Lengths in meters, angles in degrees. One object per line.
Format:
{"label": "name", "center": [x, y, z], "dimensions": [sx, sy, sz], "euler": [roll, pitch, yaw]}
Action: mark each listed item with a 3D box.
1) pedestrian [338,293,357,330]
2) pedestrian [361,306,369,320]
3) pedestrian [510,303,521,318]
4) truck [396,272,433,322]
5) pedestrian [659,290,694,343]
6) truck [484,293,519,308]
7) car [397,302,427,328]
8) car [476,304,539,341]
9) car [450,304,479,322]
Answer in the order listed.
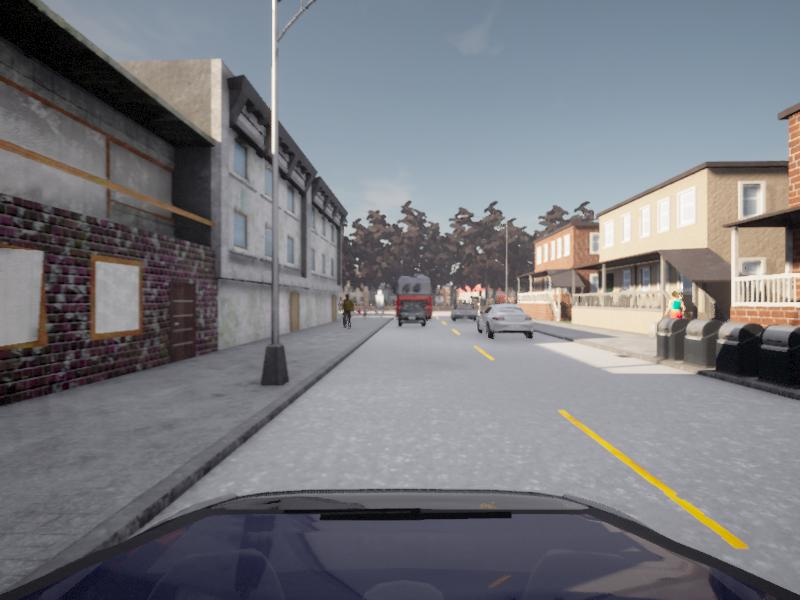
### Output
{"label": "pedestrian", "center": [-2.708, 0.587, 20.575], "dimensions": [0.751, 1.860, 0.751], "euler": [0, 0, 15]}
{"label": "pedestrian", "center": [-2.728, 0.993, 31.244], "dimensions": [0.500, 1.100, 0.500], "euler": [0, 0, -23]}
{"label": "pedestrian", "center": [9.884, 0.893, 34.322], "dimensions": [0.751, 1.300, 0.751], "euler": [0, 0, 28]}
{"label": "truck", "center": [1.162, -0.229, 35.251], "dimensions": [2.891, 3.827, 8.468], "euler": [0, 0, 1]}
{"label": "pedestrian", "center": [9.897, 0.572, 14.359], "dimensions": [0.751, 1.860, 0.751], "euler": [0, 0, 4]}
{"label": "truck", "center": [26.281, 0.158, 104.012], "dimensions": [8.468, 3.827, 2.891], "euler": [0, 0, 2]}
{"label": "car", "center": [0.748, 0.884, 25.627], "dimensions": [1.789, 1.549, 3.705], "euler": [0, -1, 1]}
{"label": "car", "center": [4.703, 0.918, 18.236], "dimensions": [1.812, 1.442, 4.674], "euler": [0, 0, 3]}
{"label": "car", "center": [5.126, 1.027, 32.273], "dimensions": [1.895, 1.301, 4.718], "euler": [0, 0, 5]}
